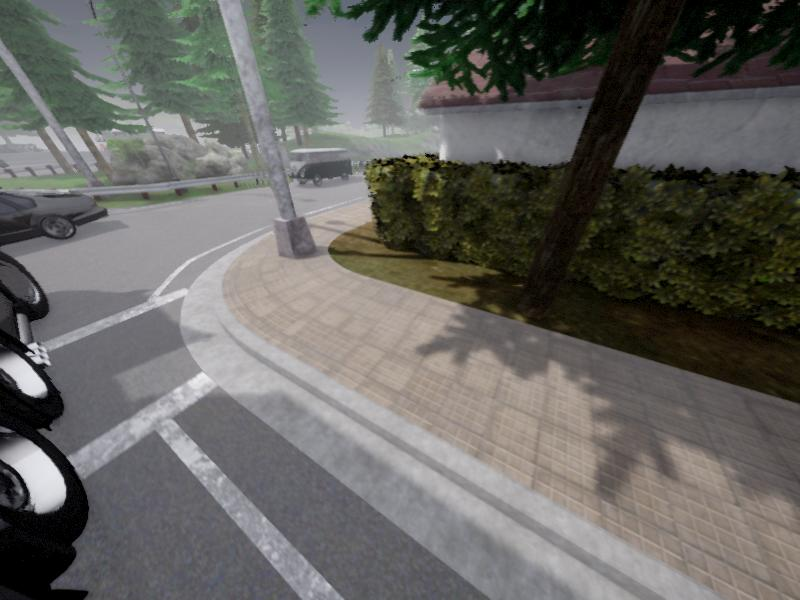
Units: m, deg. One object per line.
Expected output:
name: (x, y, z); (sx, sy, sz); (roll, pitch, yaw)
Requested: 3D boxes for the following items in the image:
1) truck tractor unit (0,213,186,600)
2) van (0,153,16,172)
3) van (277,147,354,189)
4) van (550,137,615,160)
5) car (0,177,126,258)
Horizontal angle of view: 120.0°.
truck tractor unit: (-5.041, -0.354, 0.925); (6.516, 4.208, 3.053); (21, 40, 29)
van: (-40.380, -12.586, 20.438); (1.988, 2.561, 5.915); (18, 39, 24)
van: (-5.242, -8.807, 15.209); (1.775, 1.987, 4.442); (18, 39, 24)
van: (24.948, -21.018, 31.992); (6.366, 2.431, 2.351); (14, 37, 19)
car: (-10.814, -1.712, 5.430); (2.033, 1.411, 5.357); (7, 36, 11)
